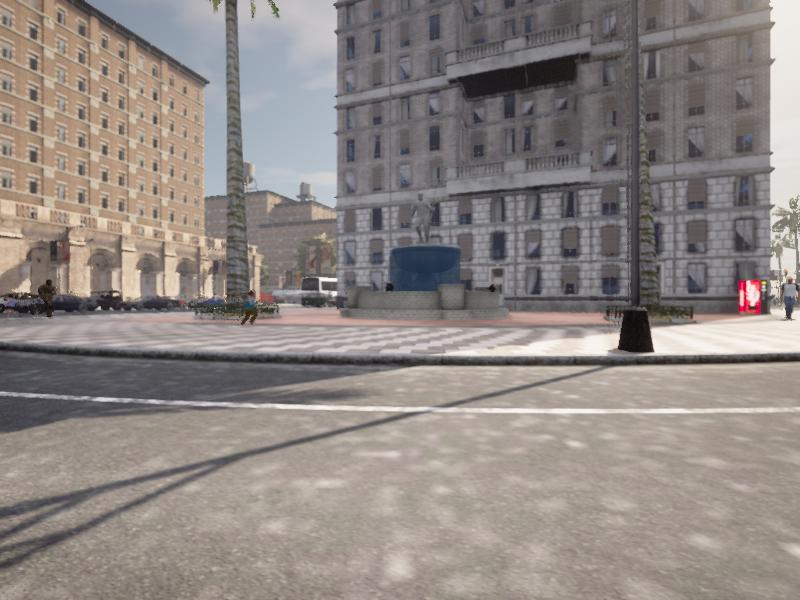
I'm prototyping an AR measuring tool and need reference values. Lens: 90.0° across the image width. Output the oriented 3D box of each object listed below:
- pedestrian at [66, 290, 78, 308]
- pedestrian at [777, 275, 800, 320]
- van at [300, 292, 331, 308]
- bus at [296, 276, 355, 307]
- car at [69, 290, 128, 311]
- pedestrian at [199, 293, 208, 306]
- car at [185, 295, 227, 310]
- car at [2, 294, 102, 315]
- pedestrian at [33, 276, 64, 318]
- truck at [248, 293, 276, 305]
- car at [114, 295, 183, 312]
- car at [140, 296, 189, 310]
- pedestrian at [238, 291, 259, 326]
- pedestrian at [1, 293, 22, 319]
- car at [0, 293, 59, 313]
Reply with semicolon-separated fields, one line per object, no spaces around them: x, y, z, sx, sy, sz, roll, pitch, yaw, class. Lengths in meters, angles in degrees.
-34.202;-0.123;41.713;0.751;1.860;0.751;0;0;31;pedestrian
16.578;-0.107;17.005;0.751;1.860;0.751;0;0;-45;pedestrian
-10.651;0.000;50.891;1.775;1.987;4.442;0;0;21;van
-10.967;-1.132;60.444;3.944;4.253;10.273;0;0;20;bus
-27.379;0.040;36.438;1.905;1.878;3.866;0;0;21;car
-28.118;-0.119;57.218;0.751;1.860;0.751;0;0;21;pedestrian
-20.979;0.250;43.406;1.970;1.475;3.806;0;0;21;car
-26.002;0.289;30.215;2.033;1.411;5.357;0;0;21;car
-15.938;-0.119;18.160;0.751;1.860;0.751;0;0;11;pedestrian
-30.306;-0.247;87.964;5.204;2.467;2.627;0;0;21;truck
-23.287;0.290;37.346;2.033;1.411;5.357;0;0;21;car
-25.010;0.303;42.661;1.994;1.385;4.181;0;0;21;car
-4.768;0.265;12.607;0.500;1.100;0.500;0;0;-5;pedestrian
-17.279;0.261;17.797;0.500;1.100;0.500;0;0;13;pedestrian
-29.546;0.221;30.842;2.007;1.525;4.514;0;0;23;car
